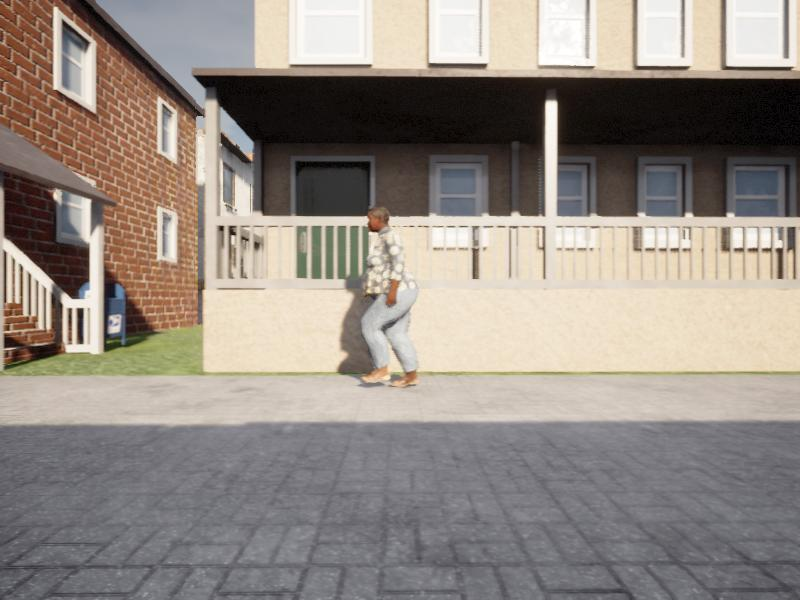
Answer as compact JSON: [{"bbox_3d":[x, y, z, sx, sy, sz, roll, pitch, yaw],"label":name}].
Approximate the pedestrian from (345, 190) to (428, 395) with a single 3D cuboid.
[{"bbox_3d":[-0.133,-0.067,4.024,0.751,1.860,0.751,0,0,-2],"label":"pedestrian"}]
